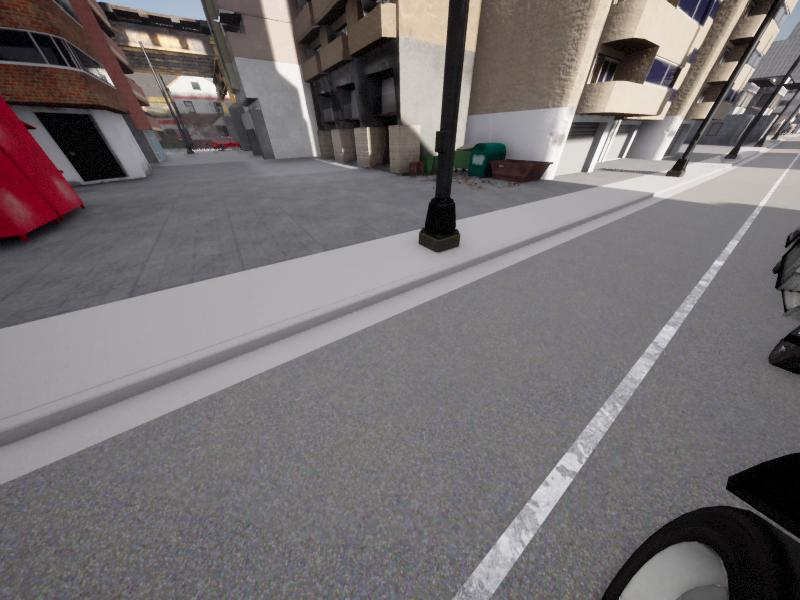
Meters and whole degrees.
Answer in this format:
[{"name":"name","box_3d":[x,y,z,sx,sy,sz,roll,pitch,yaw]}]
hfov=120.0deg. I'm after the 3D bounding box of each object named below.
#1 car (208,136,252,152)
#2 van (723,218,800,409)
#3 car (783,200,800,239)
[{"name":"car","box_3d":[-28.682,-26.421,39.074,5.566,2.045,2.150,-23,41,-27]},{"name":"van","box_3d":[7.034,-0.624,2.658,6.366,2.431,2.351,-22,40,-28]},{"name":"car","box_3d":[13.143,-2.684,6.324,4.902,1.511,2.128,-22,40,-27]}]
